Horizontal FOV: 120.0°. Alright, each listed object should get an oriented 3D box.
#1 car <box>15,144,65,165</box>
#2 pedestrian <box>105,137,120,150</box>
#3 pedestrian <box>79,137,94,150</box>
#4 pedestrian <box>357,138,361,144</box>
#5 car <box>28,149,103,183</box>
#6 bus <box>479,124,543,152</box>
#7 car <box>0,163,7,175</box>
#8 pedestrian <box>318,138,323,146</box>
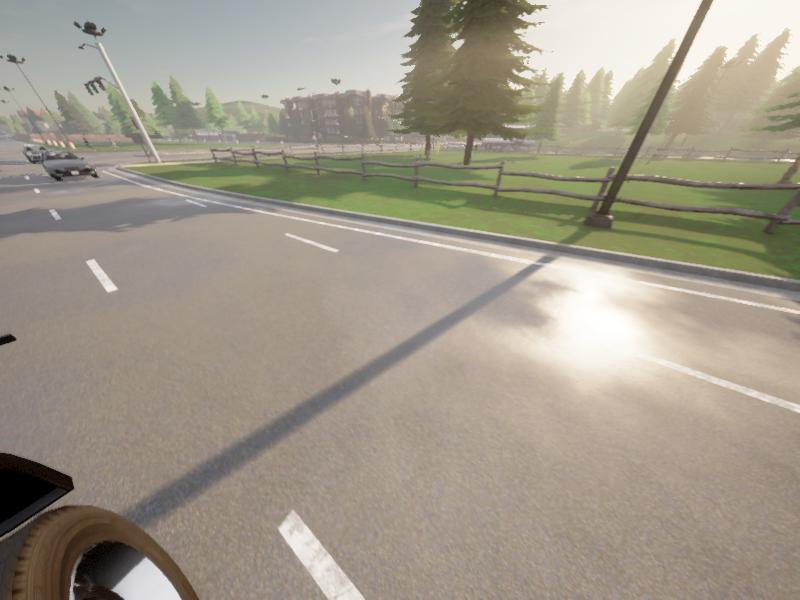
[{"bbox_3d":[-34.602,-14.041,22.224,3.806,1.475,1.970,22,41,28],"label":"car"},{"bbox_3d":[-50.177,-27.348,40.315,0.751,1.860,0.751,27,43,32],"label":"pedestrian"},{"bbox_3d":[-52.435,-26.186,38.646,0.751,1.860,0.751,24,41,29],"label":"pedestrian"},{"bbox_3d":[-14.729,-57.186,82.951,0.751,1.860,0.751,23,41,29],"label":"pedestrian"},{"bbox_3d":[-20.692,-8.365,14.303,4.193,1.474,1.816,22,41,28],"label":"car"},{"bbox_3d":[22.082,-32.579,46.621,10.273,4.253,3.944,22,41,28],"label":"bus"},{"bbox_3d":[-29.789,-9.628,15.979,4.902,1.511,2.128,22,41,28],"label":"car"},{"bbox_3d":[-23.299,-46.489,67.968,0.751,1.860,0.751,22,41,28],"label":"pedestrian"}]
